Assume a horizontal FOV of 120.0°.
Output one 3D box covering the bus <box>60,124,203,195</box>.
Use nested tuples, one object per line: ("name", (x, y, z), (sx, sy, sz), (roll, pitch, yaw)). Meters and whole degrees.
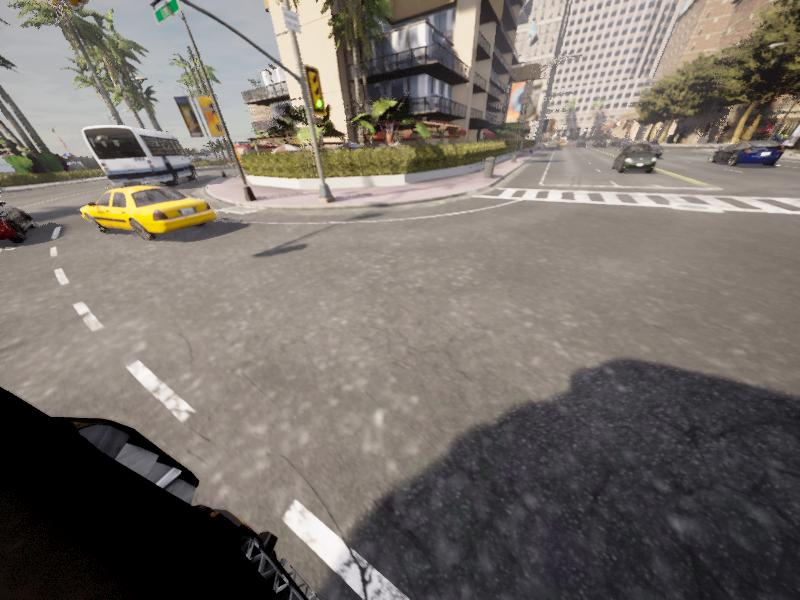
("bus", (-22.631, -12.792, 20.998), (3.944, 4.253, 10.273), (-16, 36, -18))

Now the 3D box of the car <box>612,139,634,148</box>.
("car", (47.760, -33.626, 49.621), (2.033, 1.411, 5.357), (13, 37, 22))

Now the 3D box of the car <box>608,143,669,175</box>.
("car", (16.407, -9.909, 16.156), (1.851, 1.617, 3.988), (16, 38, 25))

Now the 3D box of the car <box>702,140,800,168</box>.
("car", (24.924, -10.619, 16.703), (2.163, 1.488, 4.792), (16, 38, 25))

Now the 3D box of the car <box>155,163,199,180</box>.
("car", (-28.021, -16.325, 29.206), (1.970, 1.475, 3.806), (-7, 34, -6))

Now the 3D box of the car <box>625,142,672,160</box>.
("car", (26.412, -16.024, 24.788), (2.033, 1.411, 5.357), (16, 38, 25))

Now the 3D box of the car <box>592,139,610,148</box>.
("car", (45.425, -35.428, 52.303), (2.033, 1.649, 4.856), (16, 38, 25))

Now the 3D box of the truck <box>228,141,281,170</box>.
("truck", (-24.779, -25.175, 40.135), (2.891, 3.827, 8.468), (1, 34, 5))

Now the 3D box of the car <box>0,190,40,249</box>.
("car", (-14.645, -2.685, 7.830), (4.181, 1.385, 1.994), (24, 42, 34))

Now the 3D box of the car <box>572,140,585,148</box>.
("car", (49.056, -42.916, 63.538), (2.152, 1.651, 5.027), (16, 38, 25))

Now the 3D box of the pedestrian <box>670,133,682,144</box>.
("pedestrian", (57.932, -33.856, 48.485), (0.751, 1.860, 0.751), (9, 35, 17))

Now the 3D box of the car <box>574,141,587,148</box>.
("car", (44.317, -38.132, 56.658), (1.994, 1.385, 4.181), (16, 38, 25))

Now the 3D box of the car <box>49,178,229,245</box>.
("car", (-8.956, -3.218, 8.014), (5.366, 1.575, 1.801), (11, 36, 19))

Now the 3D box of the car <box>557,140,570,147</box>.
("car", (48.035, -46.053, 68.140), (1.801, 1.575, 5.366), (9, 35, 17))
